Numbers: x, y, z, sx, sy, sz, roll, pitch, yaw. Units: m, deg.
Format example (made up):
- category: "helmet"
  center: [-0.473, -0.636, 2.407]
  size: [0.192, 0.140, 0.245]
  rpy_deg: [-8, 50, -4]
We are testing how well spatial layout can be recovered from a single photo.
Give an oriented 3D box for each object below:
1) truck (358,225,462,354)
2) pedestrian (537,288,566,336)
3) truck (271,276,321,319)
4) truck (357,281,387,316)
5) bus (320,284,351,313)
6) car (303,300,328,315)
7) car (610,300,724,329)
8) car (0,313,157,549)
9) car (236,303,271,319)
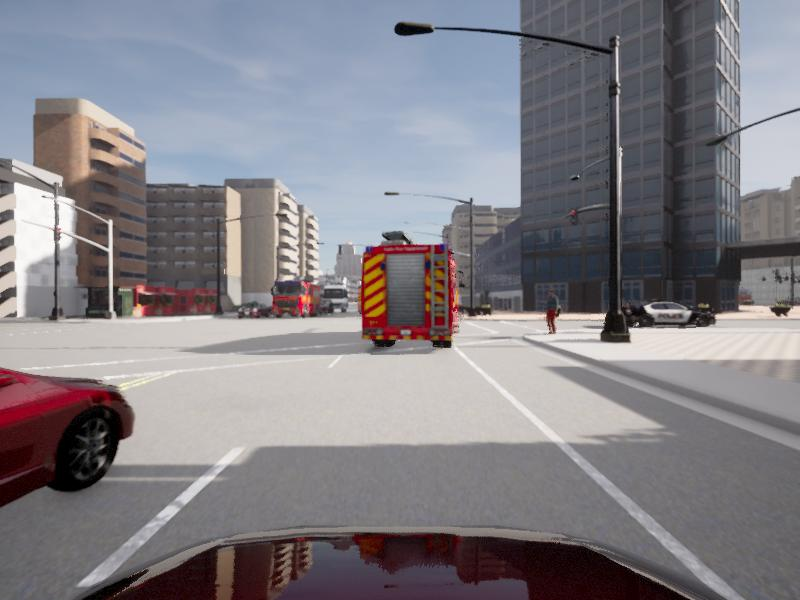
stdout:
- category: "truck"
  center: [0.911, -0.305, 16.323]
  size: [2.891, 3.827, 8.468]
  rpy_deg: [0, 0, 10]
- category: "pedestrian"
  center: [6.112, 0.476, 16.141]
  size: [0.751, 1.860, 0.751]
  rpy_deg: [0, 0, -23]
- category: "truck"
  center: [-10.271, -0.185, 40.481]
  size: [2.891, 3.827, 8.468]
  rpy_deg: [0, -1, 0]
- category: "truck"
  center: [-3.203, -0.151, 47.676]
  size: [2.891, 3.827, 8.468]
  rpy_deg: [0, -1, 0]
- category: "bus"
  center: [-10.148, -0.125, 64.651]
  size: [3.944, 4.253, 10.273]
  rpy_deg: [0, -1, -4]
- category: "car"
  center: [-10.192, 0.907, 48.619]
  size: [2.097, 1.767, 4.553]
  rpy_deg: [0, -1, 0]
- category: "car"
  center: [14.715, 0.757, 22.263]
  size: [4.974, 1.542, 2.038]
  rpy_deg: [0, 0, 1]
- category: "car"
  center: [-3.494, 0.874, 2.142]
  size: [1.816, 1.474, 4.193]
  rpy_deg: [0, 0, 0]
- category: "car"
  center: [-13.766, 0.982, 37.823]
  size: [1.970, 1.475, 3.806]
  rpy_deg: [0, 0, 0]
